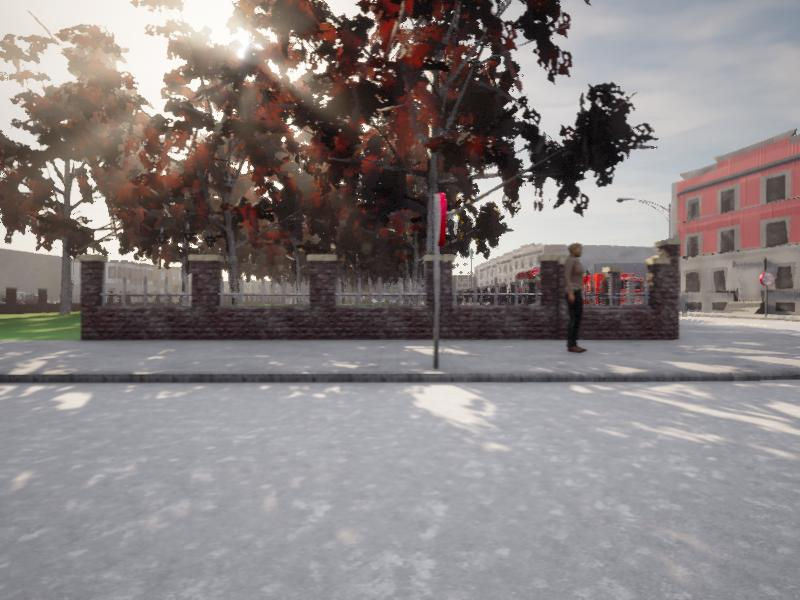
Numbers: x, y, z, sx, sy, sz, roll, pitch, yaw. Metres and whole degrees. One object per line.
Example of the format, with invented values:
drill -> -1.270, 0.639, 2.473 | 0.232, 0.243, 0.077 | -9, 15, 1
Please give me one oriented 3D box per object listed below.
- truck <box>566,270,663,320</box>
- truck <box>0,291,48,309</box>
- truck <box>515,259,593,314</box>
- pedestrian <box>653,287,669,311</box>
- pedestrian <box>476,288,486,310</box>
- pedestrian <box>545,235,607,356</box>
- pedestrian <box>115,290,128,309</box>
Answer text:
truck -> 11.829, -0.256, 22.622 | 2.627, 2.467, 5.204 | 0, 0, -1
truck -> -46.264, -0.031, 47.865 | 6.274, 2.098, 2.390 | 0, 0, 0
truck -> 11.802, -0.935, 31.783 | 2.891, 3.827, 8.468 | 0, 0, 0
pedestrian -> 20.804, -0.088, 31.877 | 0.751, 1.860, 0.751 | 0, 0, 2
pedestrian -> 6.987, -0.079, 34.615 | 0.751, 1.860, 0.751 | 0, 0, 19
pedestrian -> 2.942, -0.069, 6.670 | 0.751, 1.860, 0.751 | 0, 0, 42
pedestrian -> -28.165, -0.053, 40.426 | 0.751, 1.860, 0.751 | 0, 0, 0
